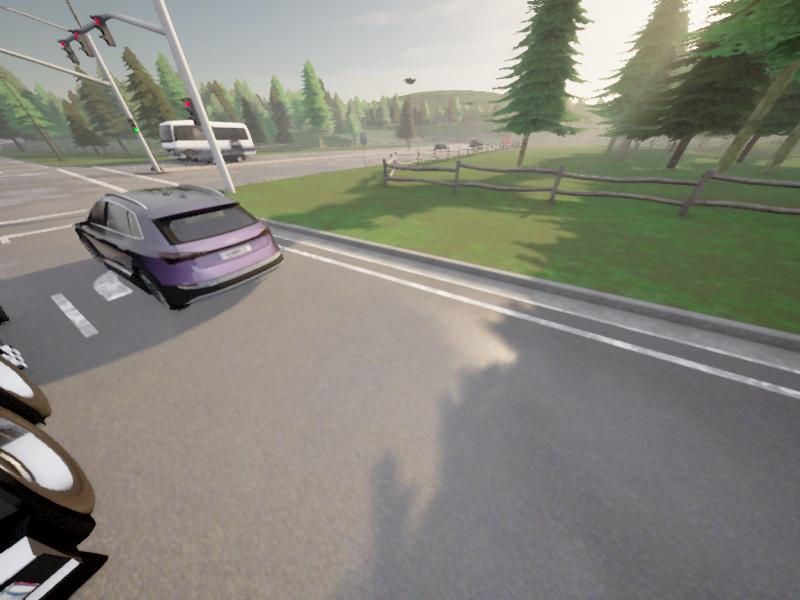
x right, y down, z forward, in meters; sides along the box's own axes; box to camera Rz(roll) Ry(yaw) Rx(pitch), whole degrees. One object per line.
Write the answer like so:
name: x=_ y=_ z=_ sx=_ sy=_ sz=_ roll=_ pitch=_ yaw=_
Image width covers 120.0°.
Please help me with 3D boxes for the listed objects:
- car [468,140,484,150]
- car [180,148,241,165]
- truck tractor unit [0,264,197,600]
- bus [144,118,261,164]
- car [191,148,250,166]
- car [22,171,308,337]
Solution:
car: x=19.337 y=-39.432 z=58.668 sx=2.150 sy=2.045 sz=5.566 roll=19 pitch=39 yaw=25
car: x=-23.220 y=-17.831 z=28.567 sx=2.033 sy=1.411 sz=5.357 roll=18 pitch=39 yaw=24
truck tractor unit: x=-5.114 y=-0.298 z=0.781 sx=6.516 sy=4.208 sz=3.053 roll=18 pitch=39 yaw=24
bus: x=-25.159 y=-20.974 z=30.597 sx=3.944 sy=4.253 sz=10.273 roll=18 pitch=39 yaw=24
car: x=-20.500 y=-16.564 z=26.638 sx=1.837 sy=1.490 sz=4.892 roll=18 pitch=39 yaw=24
car: x=-4.492 y=-1.345 z=4.545 sx=4.856 sy=1.649 sz=2.033 roll=18 pitch=39 yaw=24
